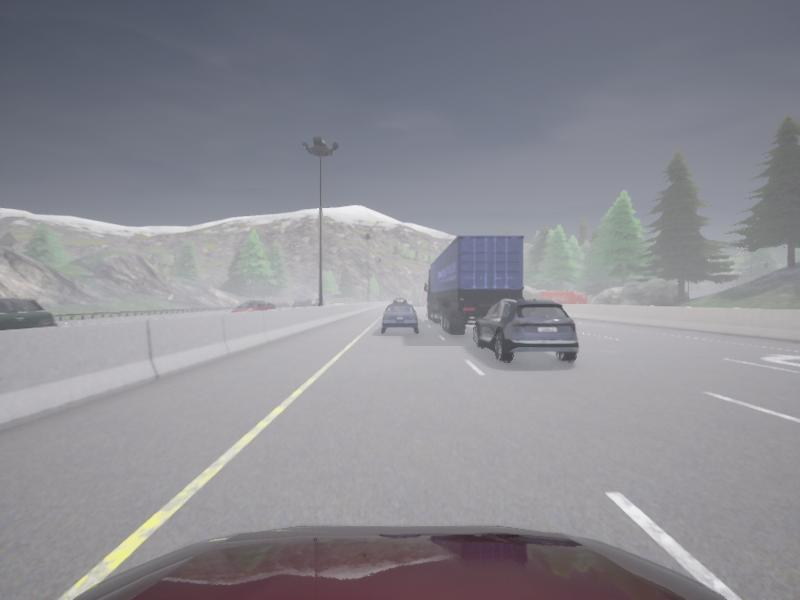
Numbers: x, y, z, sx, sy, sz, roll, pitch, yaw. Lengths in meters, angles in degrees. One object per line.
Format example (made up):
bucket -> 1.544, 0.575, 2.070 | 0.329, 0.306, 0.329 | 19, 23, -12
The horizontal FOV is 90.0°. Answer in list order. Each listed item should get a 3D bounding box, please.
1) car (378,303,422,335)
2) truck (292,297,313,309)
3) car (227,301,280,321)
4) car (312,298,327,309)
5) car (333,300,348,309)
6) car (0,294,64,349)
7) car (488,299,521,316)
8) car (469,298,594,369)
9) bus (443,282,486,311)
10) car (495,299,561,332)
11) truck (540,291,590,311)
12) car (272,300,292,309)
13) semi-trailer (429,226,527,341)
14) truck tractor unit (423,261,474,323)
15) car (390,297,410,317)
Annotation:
car -> 0.001, 0.888, 20.927 | 2.033, 1.411, 5.357 | 0, 0, 0
truck -> -17.504, 0.521, 72.197 | 2.390, 2.098, 6.274 | 0, 0, 0
car -> -11.637, 0.820, 32.164 | 2.007, 1.525, 4.514 | 0, 0, 10
car -> -14.004, 0.626, 69.691 | 1.905, 1.878, 3.866 | 0, 0, 0
car -> -10.504, 0.780, 70.937 | 1.801, 1.575, 5.366 | 0, 0, 0
car -> -14.001, 0.691, 13.152 | 2.097, 1.767, 4.553 | 0, 0, 0
car -> 10.497, 0.762, 40.611 | 2.033, 1.649, 4.856 | 0, -1, 0
car -> 3.488, 0.774, 11.739 | 2.033, 1.649, 4.856 | 0, 0, 0
bus -> 9.933, -0.547, 63.284 | 3.944, 4.253, 10.273 | -1, 0, -7
car -> 6.998, 0.774, 22.513 | 2.152, 1.651, 5.027 | 0, 0, 0
truck -> 20.696, 0.144, 50.255 | 5.204, 2.467, 2.627 | 0, 0, 2
car -> -21.003, 0.814, 71.142 | 2.128, 1.511, 4.902 | 0, 0, 0
semi-trailer -> 3.497, -0.627, 22.428 | 2.717, 4.402, 14.254 | 0, 0, 0
truck tractor unit -> 3.504, -0.536, 30.347 | 3.053, 4.208, 6.516 | 0, 0, 0
car -> 0.001, 0.640, 39.917 | 1.932, 1.855, 4.605 | 0, 0, 0
